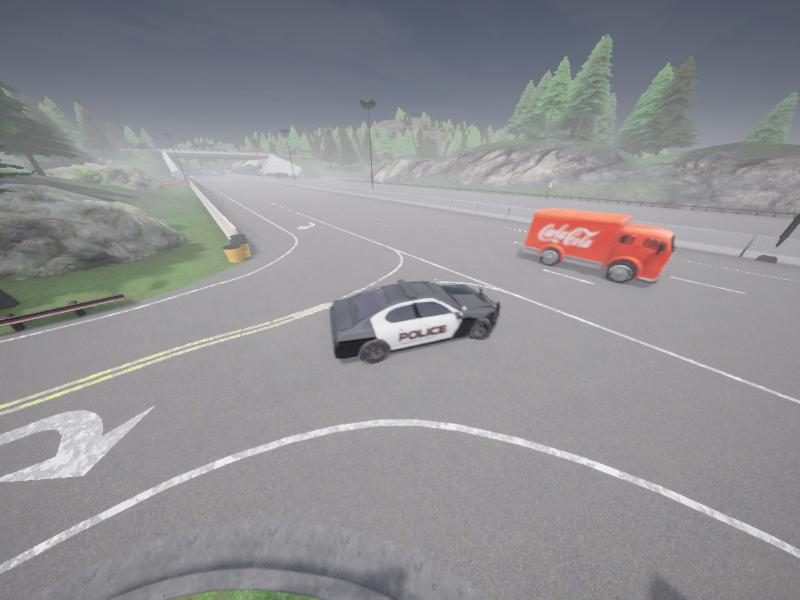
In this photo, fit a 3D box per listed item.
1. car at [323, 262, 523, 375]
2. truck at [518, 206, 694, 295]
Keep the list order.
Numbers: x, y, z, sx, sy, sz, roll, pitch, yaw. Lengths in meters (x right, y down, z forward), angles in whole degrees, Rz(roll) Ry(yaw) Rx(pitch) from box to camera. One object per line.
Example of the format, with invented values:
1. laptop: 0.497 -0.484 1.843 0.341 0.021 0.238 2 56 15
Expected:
1. car: 0.546 0.259 6.635 4.974 1.542 2.038 -9 32 -15
2. truck: 8.967 -2.659 10.749 2.627 2.467 5.204 -23 37 -34
